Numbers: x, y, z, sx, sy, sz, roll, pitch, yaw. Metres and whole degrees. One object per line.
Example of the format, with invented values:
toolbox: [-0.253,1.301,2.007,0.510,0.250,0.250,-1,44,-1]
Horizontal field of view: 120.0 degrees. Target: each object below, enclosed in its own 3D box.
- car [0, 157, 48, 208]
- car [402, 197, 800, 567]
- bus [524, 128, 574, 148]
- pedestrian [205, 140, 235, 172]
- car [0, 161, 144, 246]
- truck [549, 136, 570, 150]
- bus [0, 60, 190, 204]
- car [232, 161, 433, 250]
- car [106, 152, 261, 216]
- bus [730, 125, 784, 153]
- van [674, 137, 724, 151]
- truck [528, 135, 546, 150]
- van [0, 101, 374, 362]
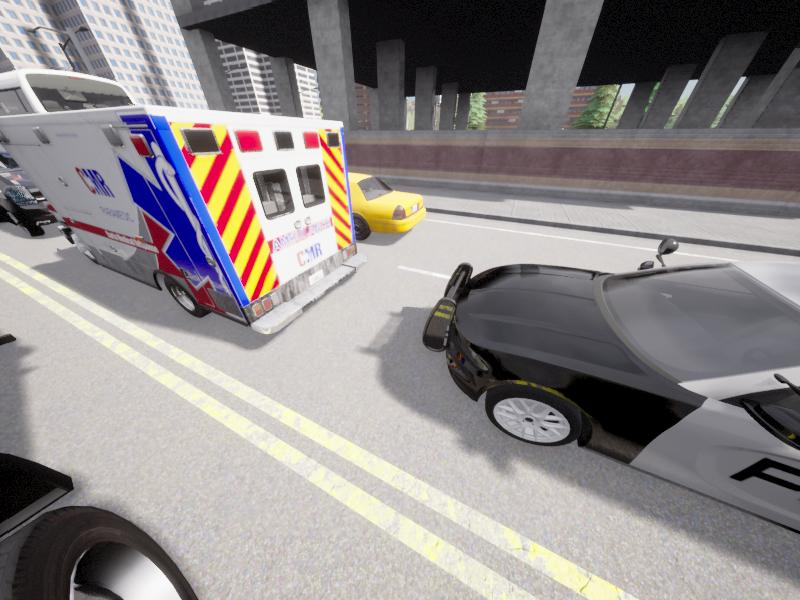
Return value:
car: [-16.786,-4.739,9.172,3.705,1.549,1.789,15,38,20]
car: [2.809,0.498,1.797,5.238,1.638,1.930,15,38,20]
bus: [40.027,-43.810,62.581,10.273,4.253,3.944,15,38,20]
pedestrian: [-12.444,-9.981,16.055,0.751,1.860,0.751,11,37,15]
car: [-10.804,-3.112,6.938,4.902,1.511,2.128,15,38,20]
truck: [33.385,-32.985,48.468,2.615,2.467,5.204,15,38,20]
bus: [-16.754,-7.978,11.427,10.273,4.253,3.944,15,38,20]
car: [-1.946,-2.979,6.748,5.366,1.575,1.801,15,38,20]
car: [-8.374,-4.747,9.133,4.611,1.667,2.242,15,38,20]
bus: [72.088,-32.623,46.835,10.273,4.253,3.944,-24,42,-31]
van: [68.157,-35.748,52.830,2.351,2.431,6.366,-5,35,-7]
truck: [29.475,-34.044,49.944,2.615,2.467,5.204,15,38,20]
van: [-3.898,-1.630,4.087,6.366,2.431,2.351,15,38,20]
